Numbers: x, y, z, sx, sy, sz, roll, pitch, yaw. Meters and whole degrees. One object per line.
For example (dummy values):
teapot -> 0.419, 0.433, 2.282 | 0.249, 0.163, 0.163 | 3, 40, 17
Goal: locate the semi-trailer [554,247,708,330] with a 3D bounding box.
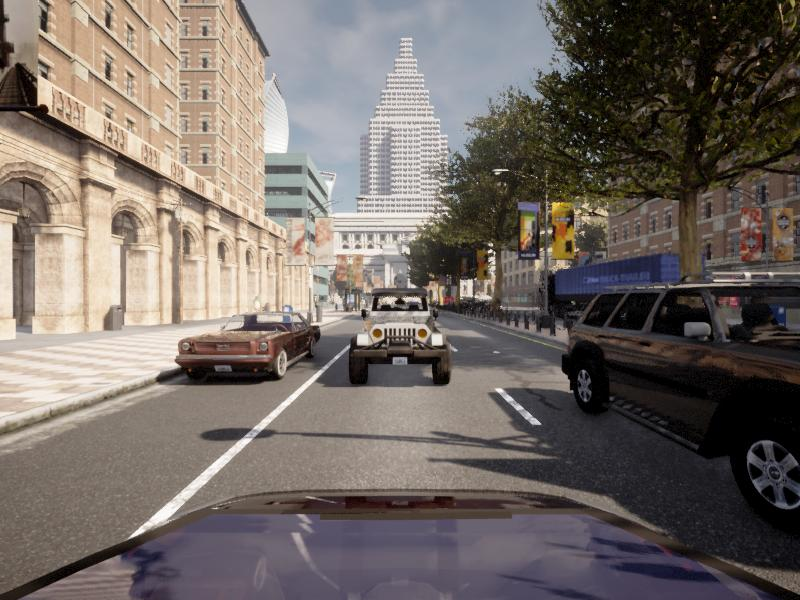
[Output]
semi-trailer -> 15.004, -0.615, 28.369 | 2.717, 4.402, 14.254 | 0, 0, 0

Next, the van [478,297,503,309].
van -> 16.223, 0.582, 71.716 | 2.069, 2.038, 4.480 | 0, 0, -24

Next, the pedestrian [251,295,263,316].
pedestrian -> -12.468, 0.490, 34.810 | 0.751, 1.860, 0.751 | 0, 0, 0

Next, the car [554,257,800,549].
car -> 3.501, 0.653, 4.281 | 1.932, 1.855, 4.605 | 0, 0, 0

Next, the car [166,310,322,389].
car -> -3.250, 0.940, 9.526 | 1.895, 1.301, 4.718 | 0, 0, 0

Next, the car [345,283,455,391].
car -> -0.001, 0.647, 8.896 | 1.905, 1.878, 3.866 | 0, 0, 0

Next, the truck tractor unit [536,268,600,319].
truck tractor unit -> 15.002, -0.517, 36.287 | 3.053, 4.208, 6.516 | 0, 0, 0
